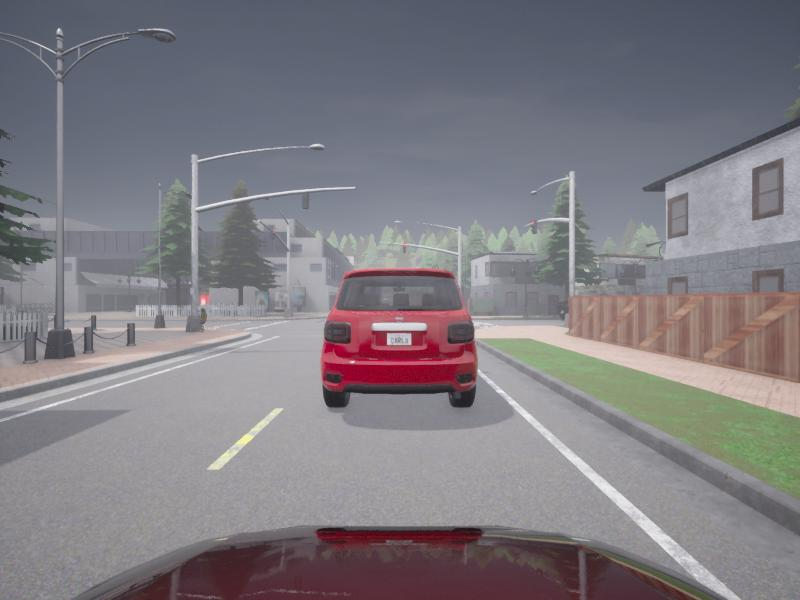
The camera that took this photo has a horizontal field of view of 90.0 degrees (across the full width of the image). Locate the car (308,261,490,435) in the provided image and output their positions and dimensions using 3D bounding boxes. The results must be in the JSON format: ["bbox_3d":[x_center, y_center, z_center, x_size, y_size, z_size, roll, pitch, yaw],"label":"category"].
[{"bbox_3d":[-0.013,0.568,7.496,2.150,2.045,5.566,0,0,0],"label":"car"}]

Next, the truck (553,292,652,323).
[{"bbox_3d":[14.789,0.523,29.358,6.274,2.098,2.390,0,0,-9],"label":"truck"}]

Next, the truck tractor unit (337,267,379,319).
[{"bbox_3d":[-3.552,-0.522,35.395,3.053,4.208,6.516,0,0,0],"label":"truck tractor unit"}]

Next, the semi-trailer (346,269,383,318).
[{"bbox_3d":[-3.556,-0.618,43.309,2.717,4.402,14.254,0,0,0],"label":"semi-trailer"}]

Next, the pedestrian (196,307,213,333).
[{"bbox_3d":[-8.455,0.865,17.292,0.500,1.100,0.500,0,0,-5],"label":"pedestrian"}]
